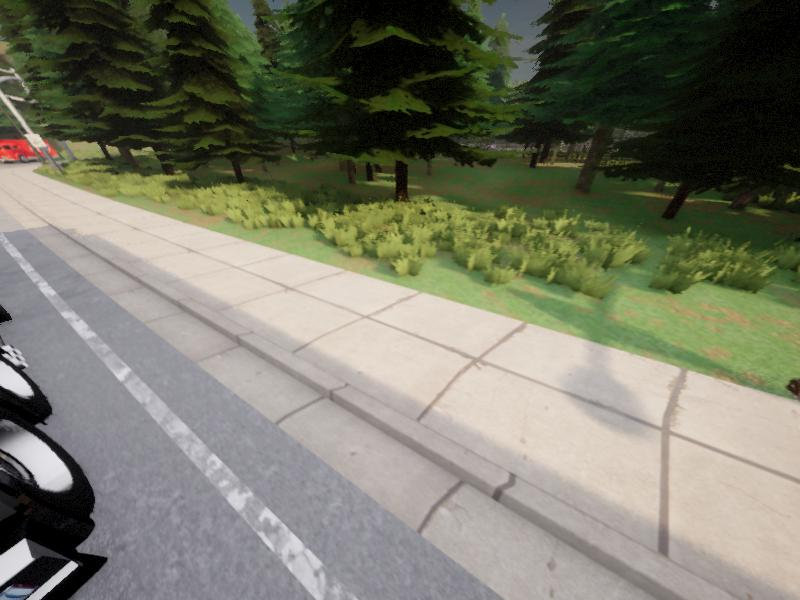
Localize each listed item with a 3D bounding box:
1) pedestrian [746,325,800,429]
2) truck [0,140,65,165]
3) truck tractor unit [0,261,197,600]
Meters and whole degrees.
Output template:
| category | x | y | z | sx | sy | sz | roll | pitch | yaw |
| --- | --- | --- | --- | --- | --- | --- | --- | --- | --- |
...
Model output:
| category | x | y | z | sx | sy | sz | roll | pitch | yaw |
| --- | --- | --- | --- | --- | --- | --- | --- | --- | --- |
| pedestrian | 4.020 | 0.277 | 1.636 | 0.751 | 1.860 | 0.751 | 16 | 38 | 23 |
| truck | -47.828 | -18.832 | 29.317 | 2.627 | 2.467 | 5.204 | -4 | 35 | -6 |
| truck tractor unit | -5.108 | -0.304 | 0.785 | 6.516 | 4.208 | 3.053 | 19 | 39 | 24 |
